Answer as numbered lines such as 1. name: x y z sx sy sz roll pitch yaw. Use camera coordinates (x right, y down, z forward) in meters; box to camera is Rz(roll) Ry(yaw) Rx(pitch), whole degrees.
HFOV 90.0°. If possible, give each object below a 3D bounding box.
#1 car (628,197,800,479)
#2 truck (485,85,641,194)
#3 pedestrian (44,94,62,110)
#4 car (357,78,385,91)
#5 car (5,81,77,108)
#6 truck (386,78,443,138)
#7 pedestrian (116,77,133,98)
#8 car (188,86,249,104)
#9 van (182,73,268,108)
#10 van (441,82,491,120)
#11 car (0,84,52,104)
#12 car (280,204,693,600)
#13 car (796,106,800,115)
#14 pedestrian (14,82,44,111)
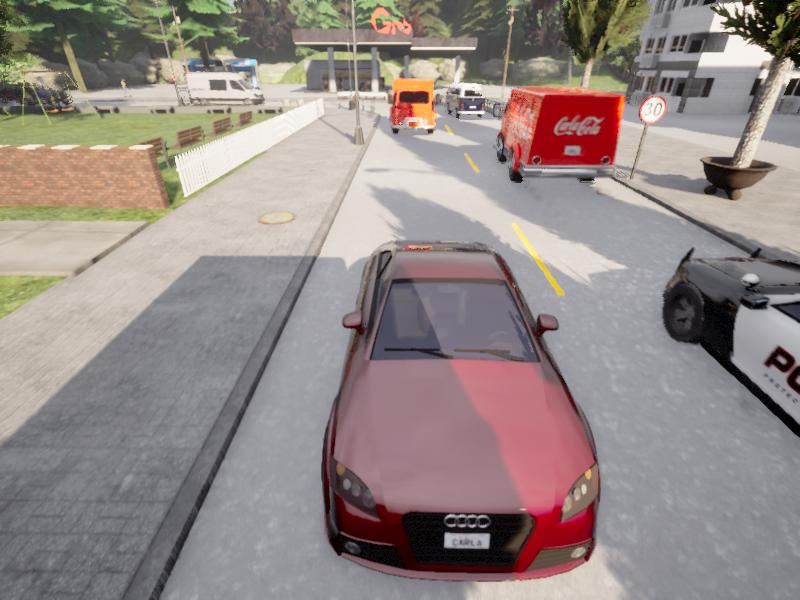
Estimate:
1. car: 4.438 0.581 3.504 2.038 1.542 4.974 0 30 1
2. truck: 4.578 -5.294 12.620 2.627 2.467 5.204 0 30 1
3. pedestrian: -26.351 -15.063 30.415 0.500 1.100 0.500 3 30 5
4. car: -3.879 -29.332 54.535 3.633 1.501 1.845 0 30 1
5. car: -30.495 -17.533 34.108 3.866 1.878 1.905 0 30 1
6. truck: 0.687 -10.317 21.212 2.627 2.467 5.204 0 30 1
7. pedestrian: -29.238 -22.581 42.522 0.751 1.860 0.751 -3 30 -5
8. car: -16.929 -19.275 37.541 4.674 1.442 1.812 1 30 1
9. van: -14.615 -17.715 33.791 5.915 2.561 1.988 0 30 1
10. van: 4.405 -13.712 27.450 2.069 2.038 4.480 -3 30 -6
11. car: -35.624 -19.432 37.692 3.705 1.549 1.789 1 30 0
12. car: 0.453 0.327 4.093 1.994 1.385 4.181 1 30 1
13. car: 28.687 -12.836 26.367 1.845 1.501 3.633 6 31 10
14. pedestrian: -27.358 -15.001 29.555 0.751 1.860 0.751 0 30 0
